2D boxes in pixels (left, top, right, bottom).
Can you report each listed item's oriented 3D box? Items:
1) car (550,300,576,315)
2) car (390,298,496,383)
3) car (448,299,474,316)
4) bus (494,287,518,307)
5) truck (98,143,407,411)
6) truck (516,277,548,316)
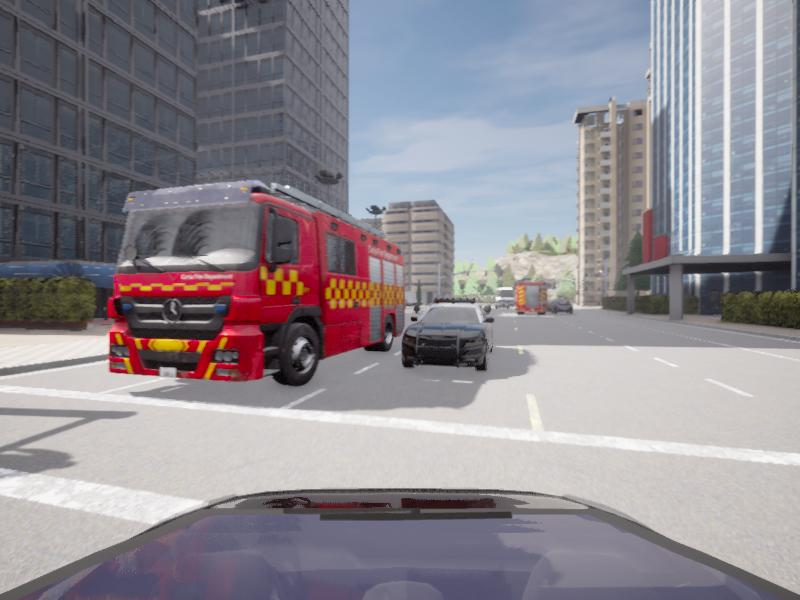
[{"bbox_3d":[18.203,0.817,44.938,2.128,1.511,4.902,0,0,15],"label":"car"},{"bbox_3d":[1.425,0.761,10.492,1.930,1.638,5.238,0,0,15],"label":"car"},{"bbox_3d":[6.412,0.743,41.684,2.033,1.649,4.856,0,0,15],"label":"car"},{"bbox_3d":[23.487,-0.597,89.462,3.944,4.253,10.273,0,0,7],"label":"bus"},{"bbox_3d":[-2.348,-0.336,10.191,2.891,3.827,8.468,0,0,17],"label":"truck"},{"bbox_3d":[14.172,-0.345,43.467,2.891,3.827,8.468,0,0,15],"label":"truck"}]
